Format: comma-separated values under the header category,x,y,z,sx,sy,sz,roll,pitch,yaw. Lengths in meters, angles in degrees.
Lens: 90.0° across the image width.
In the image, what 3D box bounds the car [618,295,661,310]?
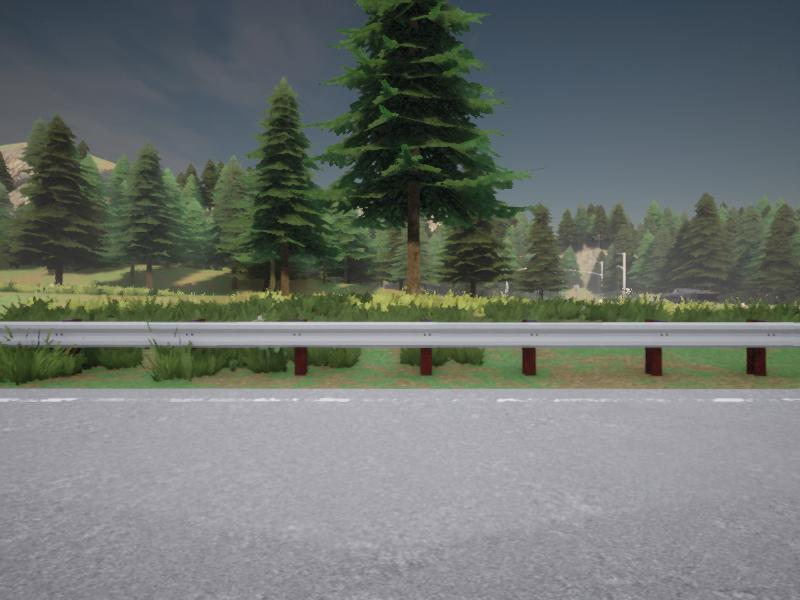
category,x,y,z,sx,sy,sz,roll,pitch,yaw
car,23.819,0.244,40.038,1.816,1.474,4.193,0,0,0

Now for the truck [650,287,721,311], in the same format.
category,x,y,z,sx,sy,sz,roll,pitch,yaw
truck,27.315,-0.067,38.651,2.390,2.098,6.274,0,0,0
